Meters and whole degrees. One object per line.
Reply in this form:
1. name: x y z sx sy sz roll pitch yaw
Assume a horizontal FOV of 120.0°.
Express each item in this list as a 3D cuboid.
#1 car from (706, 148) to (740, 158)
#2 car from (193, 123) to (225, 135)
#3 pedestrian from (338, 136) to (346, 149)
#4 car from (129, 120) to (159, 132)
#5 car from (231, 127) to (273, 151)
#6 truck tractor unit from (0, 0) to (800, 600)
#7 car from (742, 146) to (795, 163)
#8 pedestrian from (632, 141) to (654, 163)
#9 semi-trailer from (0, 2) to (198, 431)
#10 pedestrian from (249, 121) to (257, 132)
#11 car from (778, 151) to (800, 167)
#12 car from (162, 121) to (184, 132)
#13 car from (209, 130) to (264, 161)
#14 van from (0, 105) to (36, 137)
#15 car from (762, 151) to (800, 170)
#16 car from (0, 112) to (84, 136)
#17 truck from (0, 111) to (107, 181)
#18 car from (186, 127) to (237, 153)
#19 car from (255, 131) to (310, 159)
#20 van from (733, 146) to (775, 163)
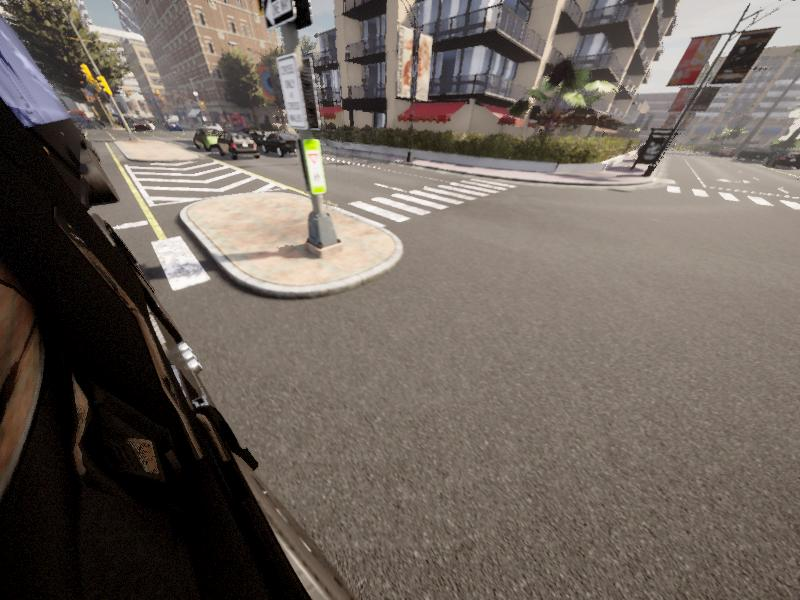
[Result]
1. car: 61.313 -28.014 43.966 1.994 1.385 4.181 17 39 18
2. car: -32.455 -29.176 39.344 1.845 1.501 3.633 31 45 32
3. pedestrian: -6.038 -16.443 24.071 0.500 1.100 0.500 31 45 32
4. car: -42.636 -29.120 38.611 2.038 1.542 4.974 -17 41 -24
5. car: -14.124 -15.399 22.023 3.988 1.617 1.851 31 45 32
6. truck tractor unit: -2.645 -0.295 0.351 6.516 4.208 3.053 28 44 30
7. car: 62.253 -24.834 39.229 2.150 2.045 5.566 19 40 21
8. pedestrian: 25.382 -15.487 24.188 0.751 1.860 0.751 -28 46 -34
9. semi-trailer: -8.507 -3.727 4.409 14.254 4.402 2.717 30 45 32
10. pedestrian: -32.194 -38.081 50.709 0.751 1.860 0.751 31 45 33
11. car: 55.996 -19.487 32.016 2.152 1.651 5.027 27 43 28
12. car: -42.073 -32.144 42.738 3.806 1.475 1.970 31 45 32
13. car: -11.500 -10.906 16.222 3.705 1.549 1.789 31 45 32
14. van: -39.244 -16.244 20.843 2.351 2.431 6.366 31 45 32
15. car: 48.314 -17.504 28.823 2.242 1.667 4.611 31 45 32
16. car: -39.925 -19.728 25.928 4.605 1.855 1.932 -5 37 -12
17. truck: -15.997 -7.224 10.547 6.274 2.098 2.390 31 45 32
18. car: -15.977 -13.585 19.541 4.514 1.525 2.007 31 45 32
19. car: -9.547 -12.599 18.665 4.892 1.490 1.837 31 45 32
20. van: 56.527 -23.437 37.031 1.775 1.987 4.442 22 41 24
